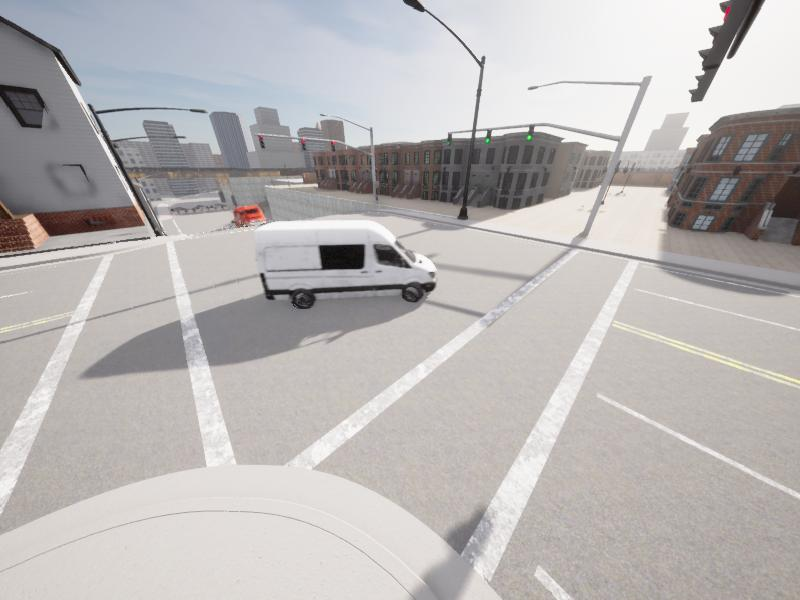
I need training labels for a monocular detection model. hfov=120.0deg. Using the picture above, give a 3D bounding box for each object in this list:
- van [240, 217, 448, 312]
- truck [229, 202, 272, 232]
[{"bbox_3d":[-1.605,-1.382,8.167,5.915,2.561,1.988,-3,28,-6],"label":"van"},{"bbox_3d":[-17.463,-9.526,26.853,2.627,2.467,5.204,-27,27,-37],"label":"truck"}]
